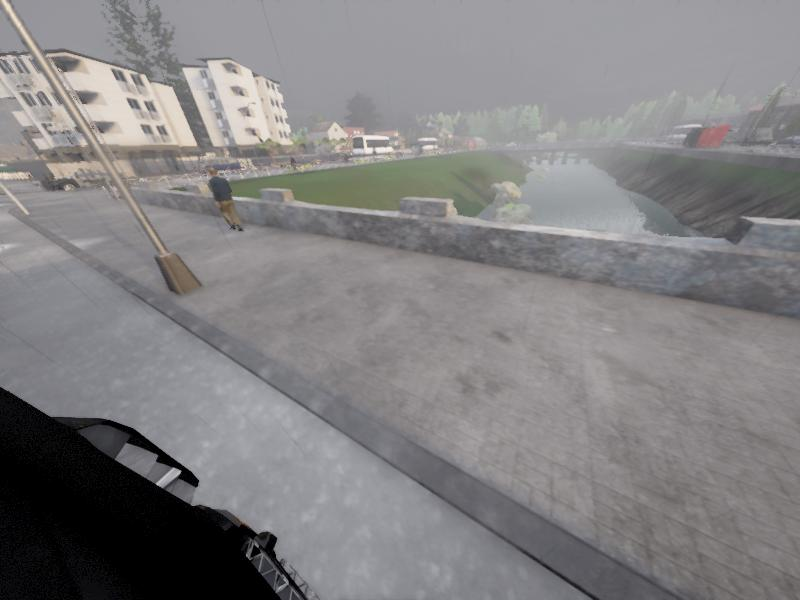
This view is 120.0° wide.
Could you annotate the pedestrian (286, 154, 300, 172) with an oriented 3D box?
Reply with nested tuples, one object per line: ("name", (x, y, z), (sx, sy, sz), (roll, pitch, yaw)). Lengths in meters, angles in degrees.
("pedestrian", (-13.178, -16.895, 28.500), (0.751, 1.860, 0.751), (16, 38, 26))

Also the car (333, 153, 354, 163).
("car", (-11.316, -28.705, 46.692), (1.851, 1.617, 3.988), (16, 38, 26))

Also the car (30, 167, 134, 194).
("car", (-29.031, -11.189, 21.392), (1.930, 1.638, 5.238), (15, 37, 24))

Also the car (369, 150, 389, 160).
("car", (-4.949, -34.993, 55.732), (1.930, 1.638, 5.238), (16, 38, 26))

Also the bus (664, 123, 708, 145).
("bus", (77.965, -45.370, 63.353), (3.944, 4.253, 10.273), (16, 38, 26))

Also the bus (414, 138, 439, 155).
("bus", (8.736, -49.490, 74.335), (3.944, 4.253, 10.273), (16, 38, 26))

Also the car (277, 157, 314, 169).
("car", (-17.228, -22.784, 38.339), (2.033, 1.411, 5.357), (16, 38, 26))

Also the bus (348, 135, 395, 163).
("bus", (-5.499, -31.313, 47.839), (3.944, 4.253, 10.273), (16, 38, 26))

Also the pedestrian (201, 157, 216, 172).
("pedestrian", (-27.603, -19.583, 33.344), (0.751, 1.860, 0.751), (16, 38, 25))

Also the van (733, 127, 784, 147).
("van", (60.634, -27.680, 39.318), (1.988, 2.561, 5.915), (16, 38, 26))

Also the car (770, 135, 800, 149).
("car", (55.665, -22.278, 32.523), (1.812, 1.442, 4.674), (16, 38, 26))

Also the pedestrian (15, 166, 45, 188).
("pedestrian", (-37.977, -12.638, 23.750), (0.751, 1.860, 0.751), (23, 41, 33))

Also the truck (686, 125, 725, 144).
("truck", (81.391, -44.282, 61.861), (2.891, 3.827, 8.468), (16, 38, 26))

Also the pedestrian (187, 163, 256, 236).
("pedestrian", (-5.258, -2.984, 6.923), (0.751, 1.860, 0.751), (16, 38, 26))

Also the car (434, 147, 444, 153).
("car", (13.942, -53.571, 82.613), (1.801, 1.575, 5.366), (16, 38, 26))

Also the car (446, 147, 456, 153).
("car", (18.193, -53.289, 82.032), (1.994, 1.385, 4.181), (16, 38, 26))

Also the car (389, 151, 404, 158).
("car", (-0.941, -38.835, 61.491), (1.994, 1.385, 4.181), (16, 38, 26))

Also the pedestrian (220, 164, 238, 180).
("pedestrian", (-17.093, -12.814, 23.108), (0.751, 1.300, 0.751), (15, 37, 24))

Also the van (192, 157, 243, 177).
("van", (-23.213, -17.140, 29.678), (1.775, 1.987, 4.442), (16, 38, 26))
